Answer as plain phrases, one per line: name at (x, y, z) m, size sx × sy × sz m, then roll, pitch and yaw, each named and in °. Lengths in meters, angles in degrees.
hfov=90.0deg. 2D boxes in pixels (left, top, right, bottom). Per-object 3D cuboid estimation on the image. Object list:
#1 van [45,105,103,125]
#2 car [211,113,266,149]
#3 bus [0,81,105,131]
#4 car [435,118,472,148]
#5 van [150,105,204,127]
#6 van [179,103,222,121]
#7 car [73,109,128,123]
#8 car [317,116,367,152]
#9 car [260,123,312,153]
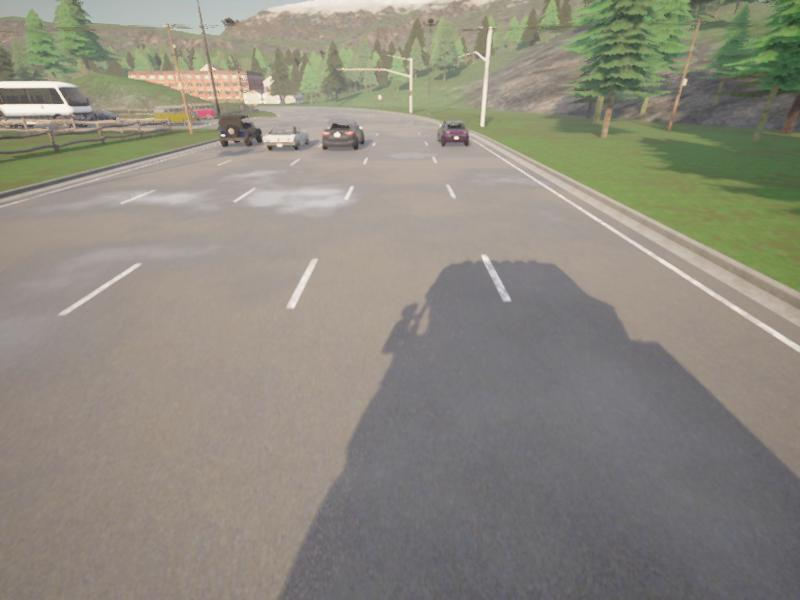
van at (-37.721, -21.478, 46.383) m, size 4.480 × 2.038 × 2.069 m, roll 0°, pitch 27°, yaw -1°
car at (-10.524, -11.227, 26.379) m, size 1.905 × 1.878 × 3.866 m, roll -1°, pitch 27°, yaw 0°
bus at (-36.454, -19.311, 39.774) m, size 10.273 × 4.253 × 3.944 m, roll -1°, pitch 27°, yaw 0°
car at (3.468, -11.120, 26.449) m, size 1.816 × 1.474 × 4.193 m, roll -1°, pitch 27°, yaw 0°
van at (-24.079, -19.993, 43.408) m, size 4.442 × 1.987 × 1.775 m, roll -1°, pitch 27°, yaw -1°
van at (-26.183, -24.813, 52.757) m, size 4.442 × 1.987 × 1.775 m, roll -1°, pitch 27°, yaw -2°
car at (-37.091, -22.839, 49.627) m, size 4.792 × 1.488 × 2.163 m, roll 0°, pitch 27°, yaw 0°
car at (-3.516, -10.515, 25.154) m, size 2.242 × 1.667 × 4.611 m, roll 1°, pitch 27°, yaw 3°
car at (-6.998, -10.258, 25.108) m, size 1.895 × 1.301 × 4.718 m, roll 0°, pitch 27°, yaw 0°
